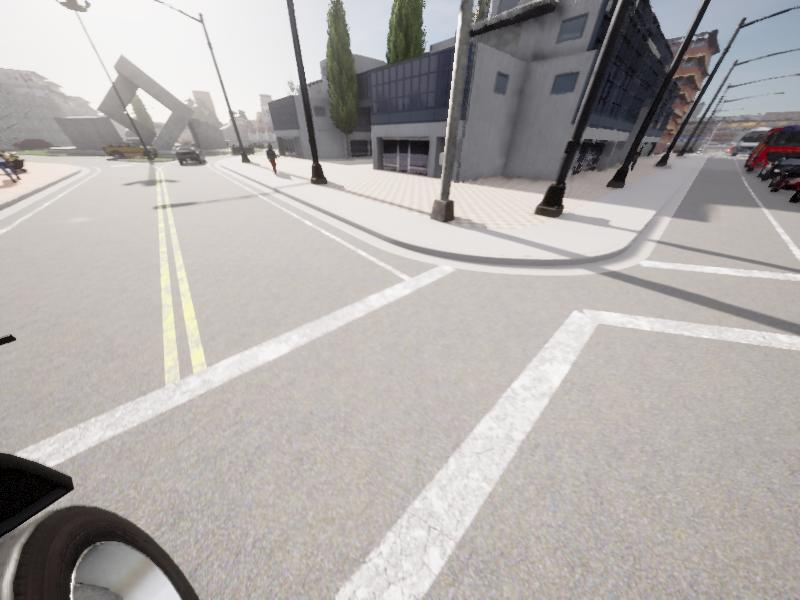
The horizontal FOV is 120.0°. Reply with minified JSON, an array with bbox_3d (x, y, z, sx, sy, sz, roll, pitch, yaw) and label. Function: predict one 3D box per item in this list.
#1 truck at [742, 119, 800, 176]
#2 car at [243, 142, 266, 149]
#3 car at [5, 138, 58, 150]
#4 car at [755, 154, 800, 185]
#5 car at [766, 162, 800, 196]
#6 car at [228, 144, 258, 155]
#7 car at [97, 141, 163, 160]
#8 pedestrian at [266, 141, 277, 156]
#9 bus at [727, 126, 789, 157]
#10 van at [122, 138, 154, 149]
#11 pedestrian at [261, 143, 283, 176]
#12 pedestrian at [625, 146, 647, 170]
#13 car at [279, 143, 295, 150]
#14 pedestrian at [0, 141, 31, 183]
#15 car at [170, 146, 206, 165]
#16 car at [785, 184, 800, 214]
[{"bbox_3d":[35.556,-14.114,21.252,8.468,3.827,2.891,-27,43,-32],"label":"truck"},{"bbox_3d":[-39.571,-42.087,62.855,4.611,1.667,2.242,3,35,3],"label":"car"},{"bbox_3d":[-68.627,-29.111,43.125,2.097,1.767,4.553,7,35,8],"label":"car"},{"bbox_3d":[28.852,-9.731,17.109,4.974,1.542,2.038,-27,43,-33],"label":"car"},{"bbox_3d":[23.662,-7.032,13.406,4.181,1.385,1.994,-26,42,-32],"label":"car"},{"bbox_3d":[-26.518,-25.554,39.150,1.845,1.501,3.633,11,36,14],"label":"car"},{"bbox_3d":[-32.514,-18.202,28.036,4.605,1.855,1.932,-20,40,-26],"label":"car"},{"bbox_3d":[-19.300,-22.776,34.688,0.751,1.860,0.751,17,38,22],"label":"pedestrian"},{"bbox_3d":[64.867,-28.759,42.291,10.273,4.253,3.944,-25,42,-34],"label":"bus"},{"bbox_3d":[-60.950,-36.475,53.819,1.775,1.987,4.442,25,41,30],"label":"van"},{"bbox_3d":[-8.723,-9.568,15.747,0.751,1.860,0.751,-21,40,-29],"label":"pedestrian"},{"bbox_3d":[22.090,-13.315,21.626,0.751,1.860,0.751,27,42,32],"label":"pedestrian"},{"bbox_3d":[-28.045,-38.165,57.394,3.705,1.549,1.789,29,43,34],"label":"car"},{"bbox_3d":[-20.825,-7.219,12.057,0.751,1.860,0.751,-25,42,-32],"label":"pedestrian"},{"bbox_3d":[-22.212,-15.349,24.461,1.837,1.490,4.892,-17,39,-25],"label":"car"},{"bbox_3d":[18.371,-4.442,9.488,4.193,1.474,1.816,-26,43,-33],"label":"car"}]
